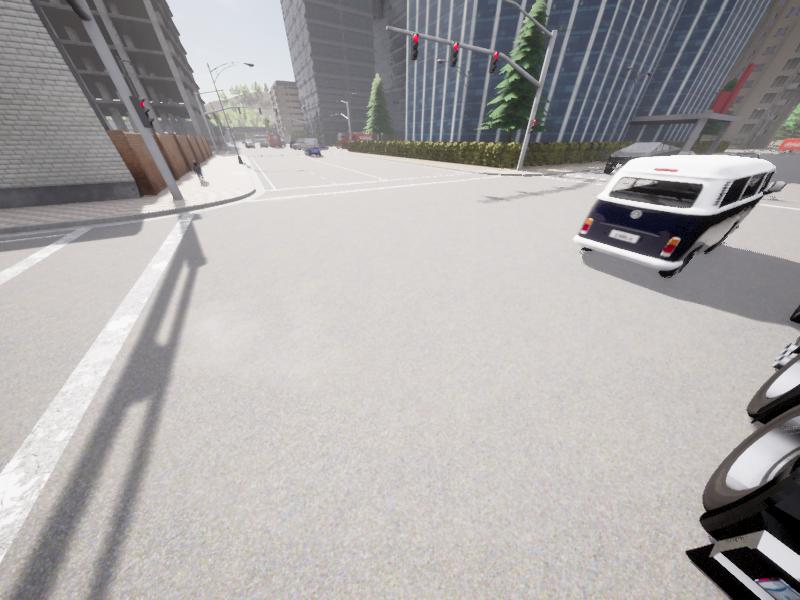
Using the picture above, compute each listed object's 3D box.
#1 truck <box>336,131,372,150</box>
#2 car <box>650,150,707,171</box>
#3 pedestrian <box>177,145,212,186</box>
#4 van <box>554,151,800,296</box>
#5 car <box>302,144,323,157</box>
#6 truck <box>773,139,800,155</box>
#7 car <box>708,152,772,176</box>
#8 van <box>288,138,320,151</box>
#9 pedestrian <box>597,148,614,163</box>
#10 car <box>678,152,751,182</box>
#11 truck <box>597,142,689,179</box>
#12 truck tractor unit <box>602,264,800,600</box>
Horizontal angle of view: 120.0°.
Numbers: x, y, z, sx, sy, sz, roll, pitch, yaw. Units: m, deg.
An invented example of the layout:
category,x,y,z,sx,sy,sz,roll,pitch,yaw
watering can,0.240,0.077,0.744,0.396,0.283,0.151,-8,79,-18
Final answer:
category,x,y,z,sx,sy,sz,roll,pitch,yaw
truck,-11.728,-41.180,59.652,8.468,3.827,2.891,-19,39,-25
car,25.349,-12.764,21.060,4.674,1.442,1.812,-18,39,-24
pedestrian,-11.177,-7.360,12.637,0.751,1.860,0.751,-21,40,-28
van,6.181,-2.058,5.198,4.480,2.038,2.069,-18,39,-24
car,-13.841,-23.615,36.506,2.007,1.525,4.514,-17,38,-23
truck,75.323,-28.654,43.163,2.627,2.467,5.204,-18,39,-24
car,27.902,-11.265,18.987,4.181,1.385,1.994,-19,39,-25
van,-21.839,-35.742,53.062,2.351,2.431,6.366,17,38,24
pedestrian,21.968,-15.448,24.711,0.751,1.300,0.751,-18,39,-24
car,21.840,-9.312,16.081,4.193,1.474,1.816,-18,39,-24
truck,18.537,-10.797,17.652,6.274,2.098,2.390,-18,39,-24
truck tractor unit,5.106,-0.306,0.780,6.516,4.208,3.053,-18,39,-24
